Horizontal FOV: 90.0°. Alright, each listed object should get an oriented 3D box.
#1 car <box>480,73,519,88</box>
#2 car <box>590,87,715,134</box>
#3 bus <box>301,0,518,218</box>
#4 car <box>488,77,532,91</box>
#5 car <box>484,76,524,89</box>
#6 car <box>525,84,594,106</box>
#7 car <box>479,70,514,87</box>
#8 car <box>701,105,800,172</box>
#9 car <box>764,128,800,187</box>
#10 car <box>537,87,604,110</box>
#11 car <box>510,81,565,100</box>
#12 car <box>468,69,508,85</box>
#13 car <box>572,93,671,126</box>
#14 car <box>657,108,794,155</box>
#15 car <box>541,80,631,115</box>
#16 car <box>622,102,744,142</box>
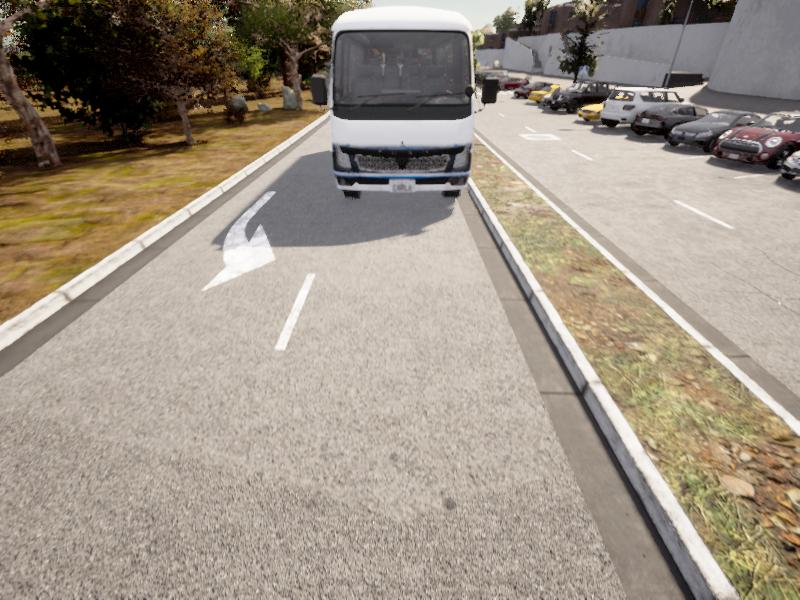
[{"bbox_3d":[13.829,-30.567,55.635,4.553,1.767,2.185,-10,33,-17],"label":"car"},{"bbox_3d":[13.861,-10.595,22.145,5.566,2.045,2.435,-10,32,-17],"label":"car"},{"bbox_3d":[0.144,-6.355,12.720,3.944,4.253,10.273,0,30,0],"label":"bus"},{"bbox_3d":[13.827,-27.339,50.586,4.792,1.488,2.163,-10,33,-17],"label":"car"},{"bbox_3d":[13.850,-28.889,53.176,4.674,1.452,2.002,-10,33,-17],"label":"car"},{"bbox_3d":[14.014,-18.104,35.217,5.366,1.575,1.946,-10,32,-17],"label":"car"},{"bbox_3d":[13.970,-32.219,58.183,4.442,1.987,1.878,-10,33,-17],"label":"car"},{"bbox_3d":[13.859,-5.919,14.439,4.553,1.767,2.185,-10,32,-18],"label":"car"},{"bbox_3d":[13.827,-4.258,11.923,4.674,1.452,2.002,-10,32,-18],"label":"car"},{"bbox_3d":[13.844,-16.487,32.604,4.674,1.452,2.002,-10,33,-17],"label":"car"},{"bbox_3d":[13.820,-21.136,40.306,4.792,1.488,2.163,-10,33,-17],"label":"car"},{"bbox_3d":[13.841,-35.294,63.227,5.566,2.045,2.435,-10,33,-17],"label":"car"},{"bbox_3d":[13.662,-11.875,24.789,5.366,1.575,1.946,-10,33,-17],"label":"car"},{"bbox_3d":[13.831,-7.284,17.104,4.674,1.452,2.002,-10,32,-18],"label":"car"},{"bbox_3d":[13.816,-15.183,29.865,5.566,2.045,2.435,-10,33,-17],"label":"car"},{"bbox_3d":[13.856,-8.829,19.704,4.792,1.488,2.163,-10,32,-18],"label":"car"}]
